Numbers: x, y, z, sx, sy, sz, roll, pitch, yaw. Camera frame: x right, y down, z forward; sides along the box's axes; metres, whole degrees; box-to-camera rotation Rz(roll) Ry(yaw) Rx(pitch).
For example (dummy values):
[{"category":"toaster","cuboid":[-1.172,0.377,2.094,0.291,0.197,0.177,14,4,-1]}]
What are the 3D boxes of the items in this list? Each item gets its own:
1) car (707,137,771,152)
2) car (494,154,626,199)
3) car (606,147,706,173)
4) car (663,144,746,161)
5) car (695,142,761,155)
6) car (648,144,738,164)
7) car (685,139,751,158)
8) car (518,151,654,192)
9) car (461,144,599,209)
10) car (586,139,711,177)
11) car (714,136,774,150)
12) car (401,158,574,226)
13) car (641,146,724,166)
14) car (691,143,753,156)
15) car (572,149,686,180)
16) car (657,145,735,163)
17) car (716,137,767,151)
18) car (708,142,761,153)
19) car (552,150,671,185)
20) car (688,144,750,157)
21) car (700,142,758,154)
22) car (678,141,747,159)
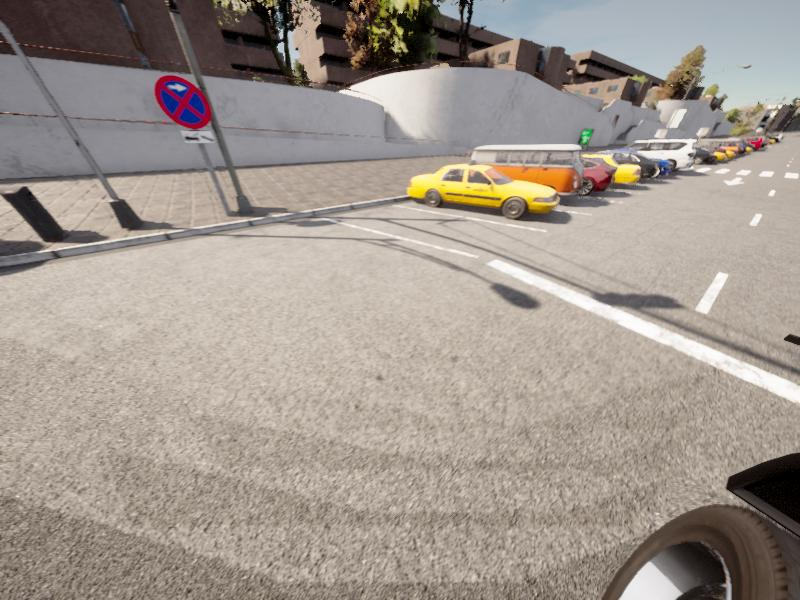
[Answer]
[{"category":"car","cuboid":[58.906,-27.211,40.413,5.566,2.045,2.435,21,41,29]},{"category":"car","cuboid":[7.529,-6.204,11.362,4.792,1.488,2.163,21,41,29]},{"category":"car","cuboid":[19.782,-11.179,18.290,4.892,1.521,2.231,21,40,29]},{"category":"car","cuboid":[34.613,-17.002,26.570,5.366,1.575,1.946,21,40,29]},{"category":"car","cuboid":[49.301,-22.924,34.935,5.366,1.575,1.946,21,40,29]},{"category":"car","cuboid":[29.719,-15.048,23.771,5.366,1.575,1.946,21,40,29]},{"category":"car","cuboid":[41.903,-20.153,30.674,4.442,1.987,1.878,21,40,29]},{"category":"car","cuboid":[9.847,-7.275,12.806,5.366,1.575,1.946,21,41,29]},{"category":"car","cuboid":[5.203,-5.377,9.764,4.442,1.987,1.878,21,40,29]},{"category":"car","cuboid":[17.308,-10.401,16.756,5.566,2.045,2.435,21,40,29]},{"category":"car","cuboid":[63.853,-29.223,43.141,5.566,2.045,2.435,21,40,29]},{"category":"car","cuboid":[2.815,-4.178,8.471,5.366,1.575,1.946,21,40,29]},{"category":"car","cuboid":[27.122,-14.089,22.483,4.674,1.452,2.002,21,40,29]},{"category":"car","cuboid":[46.671,-21.963,33.663,4.792,1.488,2.163,21,40,29]},{"category":"car","cuboid":[14.891,-9.201,15.503,5.008,1.535,2.097,21,40,29]},{"category":"car","cuboid":[31.987,-16.064,25.288,4.792,1.488,2.163,21,40,29]},{"category":"car","cuboid":[61.479,-28.161,41.738,4.442,1.987,1.878,21,40,29]},{"category":"car","cuboid":[56.492,-25.954,39.188,4.674,1.452,2.002,21,41,29]},{"category":"car","cuboid":[12.450,-8.202,14.105,4.892,1.521,2.231,21,41,29]},{"category":"car","cuboid":[44.251,-20.954,32.262,4.674,1.452,2.002,21,41,29]},{"category":"car","cuboid":[51.620,-23.944,36.410,4.792,1.488,2.163,21,40,29]},{"category":"car","cuboid":[39.376,-19.110,29.368,4.553,1.767,2.185,21,40,29]}]
